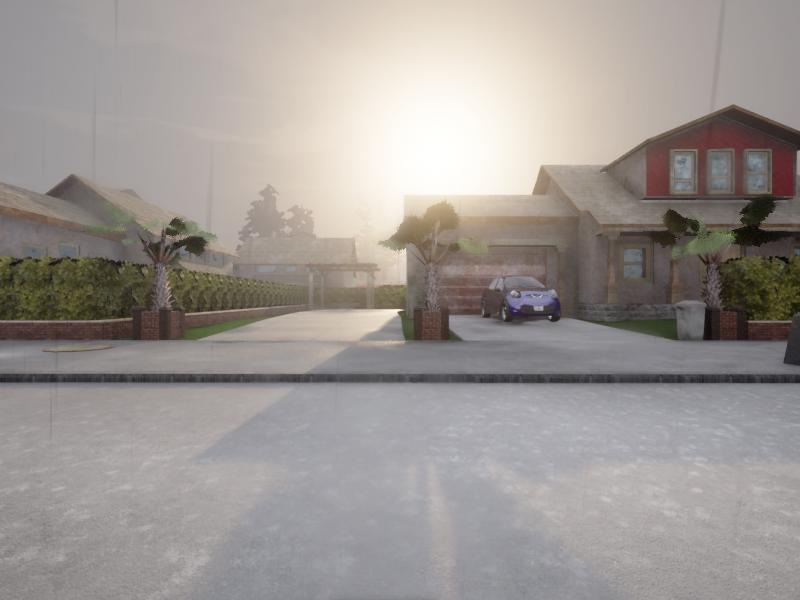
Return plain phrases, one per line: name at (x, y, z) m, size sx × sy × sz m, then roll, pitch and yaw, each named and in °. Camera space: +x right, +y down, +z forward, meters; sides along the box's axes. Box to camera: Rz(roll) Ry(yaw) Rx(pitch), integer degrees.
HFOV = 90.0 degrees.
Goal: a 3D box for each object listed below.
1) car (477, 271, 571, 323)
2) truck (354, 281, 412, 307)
car at (3.891, -0.082, 13.247) m, size 1.845 × 1.501 × 3.633 m, roll 0°, pitch 0°, yaw -3°
truck at (-2.477, -0.921, 60.272) m, size 8.468 × 3.827 × 2.891 m, roll 0°, pitch 0°, yaw 0°
